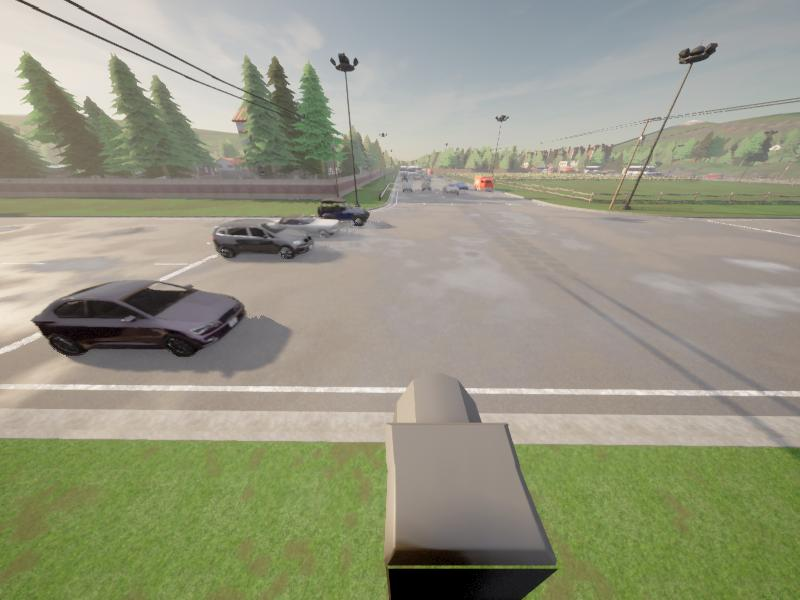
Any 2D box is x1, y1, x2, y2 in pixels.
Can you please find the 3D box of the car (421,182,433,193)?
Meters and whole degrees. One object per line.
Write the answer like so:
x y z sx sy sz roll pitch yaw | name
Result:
4.840 -20.807 42.483 1.789 1.549 3.705 0 30 0 | car

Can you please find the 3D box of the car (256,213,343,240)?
-6.364 -4.855 15.119 4.718 1.301 1.895 0 30 1 | car

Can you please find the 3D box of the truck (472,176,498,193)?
15.338 -21.104 42.097 2.627 2.467 5.204 0 30 0 | truck

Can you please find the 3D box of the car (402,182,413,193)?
1.337 -20.216 41.577 1.812 1.442 4.674 0 30 0 | car

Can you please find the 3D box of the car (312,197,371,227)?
-4.399 -6.852 17.982 3.866 1.878 1.905 0 30 1 | car

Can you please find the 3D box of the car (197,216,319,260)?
-7.023 -3.272 12.000 4.611 1.667 2.242 0 30 0 | car

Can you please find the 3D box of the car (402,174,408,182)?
1.478 -37.831 71.660 1.905 1.878 3.866 0 30 0 | car

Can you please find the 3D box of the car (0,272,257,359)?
-6.503 0.316 5.983 4.193 1.474 1.816 0 30 1 | car

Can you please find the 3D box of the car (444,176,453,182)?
15.457 -38.752 73.652 2.007 1.525 4.514 0 30 0 | car

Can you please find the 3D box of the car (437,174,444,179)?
15.559 -47.405 88.745 1.994 1.385 4.181 0 30 0 | car

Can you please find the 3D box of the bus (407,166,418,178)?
5.227 -54.379 97.939 3.944 4.253 10.273 0 30 0 | bus

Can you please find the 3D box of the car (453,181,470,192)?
11.851 -22.045 44.651 1.882 1.535 5.008 0 30 0 | car

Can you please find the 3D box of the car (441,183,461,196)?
8.319 -18.269 38.026 2.152 1.651 5.027 0 30 0 | car
